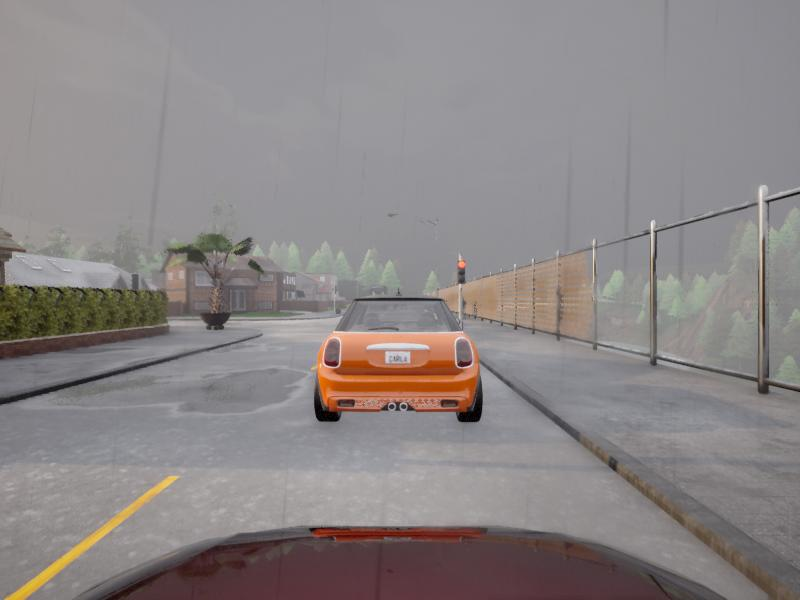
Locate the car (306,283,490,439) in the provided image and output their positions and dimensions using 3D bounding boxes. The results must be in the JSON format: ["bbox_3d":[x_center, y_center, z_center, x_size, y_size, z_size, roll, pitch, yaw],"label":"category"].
[{"bbox_3d":[-0.001,0.694,6.836,2.097,1.767,4.553,0,0,1],"label":"car"}]

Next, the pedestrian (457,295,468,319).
[{"bbox_3d":[4.771,0.533,30.535,0.751,1.860,0.751,0,0,1],"label":"pedestrian"}]

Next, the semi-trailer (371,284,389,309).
[{"bbox_3d":[-3.662,-0.615,75.684,2.717,4.402,14.254,0,0,0],"label":"semi-trailer"}]

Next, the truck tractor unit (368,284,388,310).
[{"bbox_3d":[-3.679,-0.519,67.772,3.053,4.208,6.516,0,0,0],"label":"truck tractor unit"}]
